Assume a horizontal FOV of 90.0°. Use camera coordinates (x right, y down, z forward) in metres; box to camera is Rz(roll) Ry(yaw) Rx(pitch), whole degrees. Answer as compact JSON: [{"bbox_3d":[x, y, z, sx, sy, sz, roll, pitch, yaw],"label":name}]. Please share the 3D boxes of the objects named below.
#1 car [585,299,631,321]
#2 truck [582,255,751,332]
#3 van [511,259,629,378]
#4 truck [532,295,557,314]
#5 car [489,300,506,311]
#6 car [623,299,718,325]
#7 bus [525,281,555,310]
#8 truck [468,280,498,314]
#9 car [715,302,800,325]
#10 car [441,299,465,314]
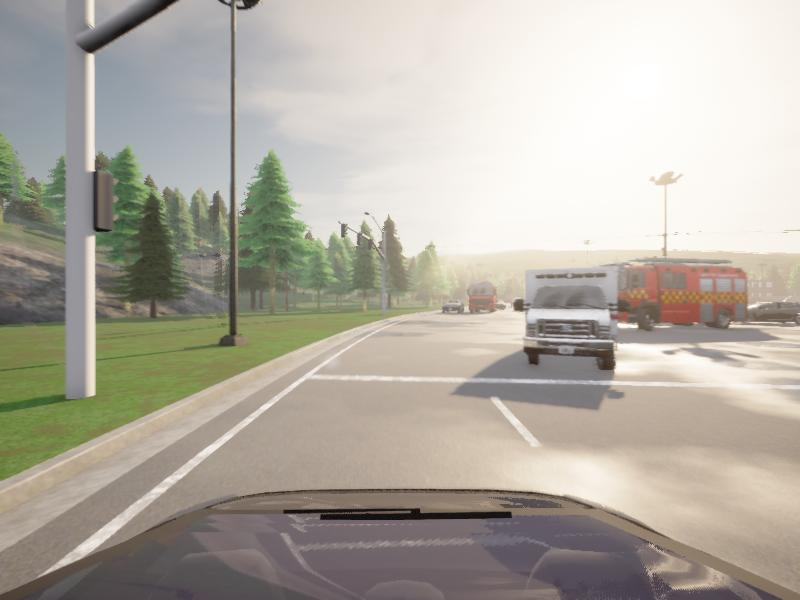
[{"bbox_3d":[16.906,0.750,32.803,2.242,1.667,4.611,0,0,12],"label":"car"},{"bbox_3d":[14.806,-0.323,22.340,8.468,3.827,2.891,0,0,-14],"label":"truck"},{"bbox_3d":[4.929,0.375,11.534,2.351,2.431,6.366,0,0,25],"label":"van"},{"bbox_3d":[17.017,0.530,47.458,2.390,2.098,6.274,0,0,16],"label":"truck"},{"bbox_3d":[14.785,0.761,60.798,2.152,1.651,5.027,0,0,9],"label":"car"},{"bbox_3d":[18.096,0.778,26.877,5.027,1.651,2.152,0,0,-4],"label":"car"},{"bbox_3d":[21.899,-0.542,63.142,3.944,4.253,10.273,0,-1,17],"label":"bus"},{"bbox_3d":[10.556,-0.338,50.272,2.891,3.827,8.468,0,0,17],"label":"truck"},{"bbox_3d":[24.437,0.853,26.745,4.792,1.488,2.163,0,0,12],"label":"car"},{"bbox_3d":[6.618,0.761,49.241,2.152,1.651,5.027,0,0,16],"label":"car"}]
